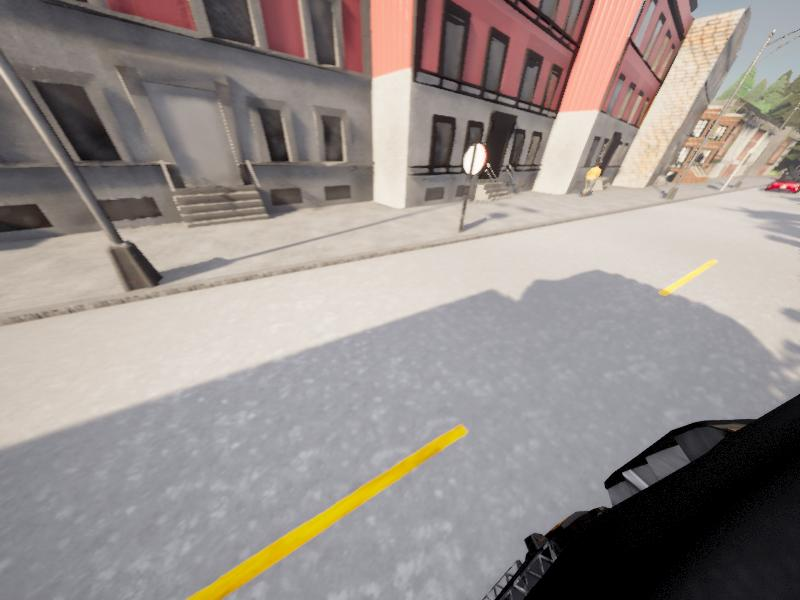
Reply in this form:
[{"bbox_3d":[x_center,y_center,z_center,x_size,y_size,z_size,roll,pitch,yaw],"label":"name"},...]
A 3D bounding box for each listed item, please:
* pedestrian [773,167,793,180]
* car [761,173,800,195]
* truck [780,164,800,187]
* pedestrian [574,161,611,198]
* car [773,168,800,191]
[{"bbox_3d":[67.456,-22.348,40.740,0.751,1.860,0.751,4,33,2],"label":"pedestrian"},{"bbox_3d":[38.326,-11.497,22.754,4.514,1.525,2.007,-16,38,-26],"label":"car"},{"bbox_3d":[52.806,-16.018,29.786,5.204,2.467,2.627,-16,38,-26],"label":"truck"},{"bbox_3d":[11.273,-7.069,13.585,0.751,1.860,0.751,-15,37,-25],"label":"pedestrian"},{"bbox_3d":[45.422,-13.748,26.198,5.566,2.045,2.150,-16,38,-26],"label":"car"}]
